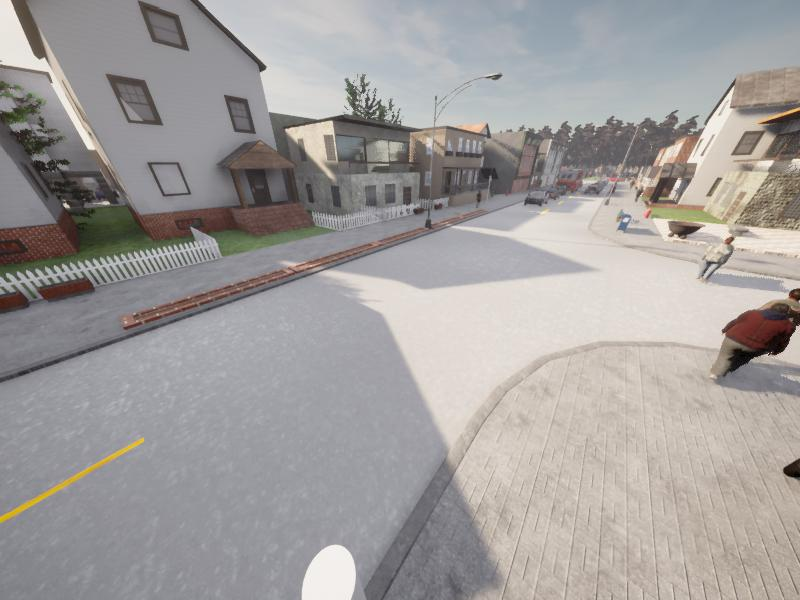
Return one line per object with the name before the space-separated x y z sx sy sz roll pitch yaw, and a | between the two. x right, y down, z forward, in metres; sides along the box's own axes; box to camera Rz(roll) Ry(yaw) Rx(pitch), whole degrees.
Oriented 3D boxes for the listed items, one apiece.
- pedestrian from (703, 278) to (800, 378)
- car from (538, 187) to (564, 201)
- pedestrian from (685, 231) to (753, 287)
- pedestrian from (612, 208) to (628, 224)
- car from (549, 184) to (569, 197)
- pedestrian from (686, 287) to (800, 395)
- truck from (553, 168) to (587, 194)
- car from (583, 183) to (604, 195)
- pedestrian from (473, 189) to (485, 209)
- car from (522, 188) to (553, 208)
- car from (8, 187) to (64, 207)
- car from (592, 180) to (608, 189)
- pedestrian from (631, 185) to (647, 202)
pedestrian | 7.657 0.592 4.866 0.751 1.860 0.751 -16 34 -26
car | 21.579 -15.203 32.970 1.994 1.385 4.181 23 37 34
pedestrian | 12.024 -1.561 8.802 0.751 1.860 0.751 25 38 36
pedestrian | 17.099 -6.543 17.965 0.500 1.100 0.500 -20 36 -31
car | 25.445 -17.570 36.884 1.789 1.549 3.705 23 37 34
pedestrian | 6.826 0.807 4.492 0.751 1.860 0.751 -14 33 -23
truck | 30.933 -21.820 41.975 2.891 3.827 8.468 23 37 34
car | 32.779 -18.809 39.054 2.038 1.542 4.974 23 37 34
pedestrian | 8.299 -10.641 24.319 0.751 1.860 0.751 17 34 26
car | 16.653 -12.450 27.928 1.930 1.638 5.238 22 37 33
car | -43.673 -12.532 27.911 2.242 1.667 4.611 -23 37 -34
car | 43.106 -24.899 49.739 2.033 1.411 5.357 23 37 34
pedestrian | 30.194 -13.445 29.176 0.751 1.860 0.751 23 37 34
